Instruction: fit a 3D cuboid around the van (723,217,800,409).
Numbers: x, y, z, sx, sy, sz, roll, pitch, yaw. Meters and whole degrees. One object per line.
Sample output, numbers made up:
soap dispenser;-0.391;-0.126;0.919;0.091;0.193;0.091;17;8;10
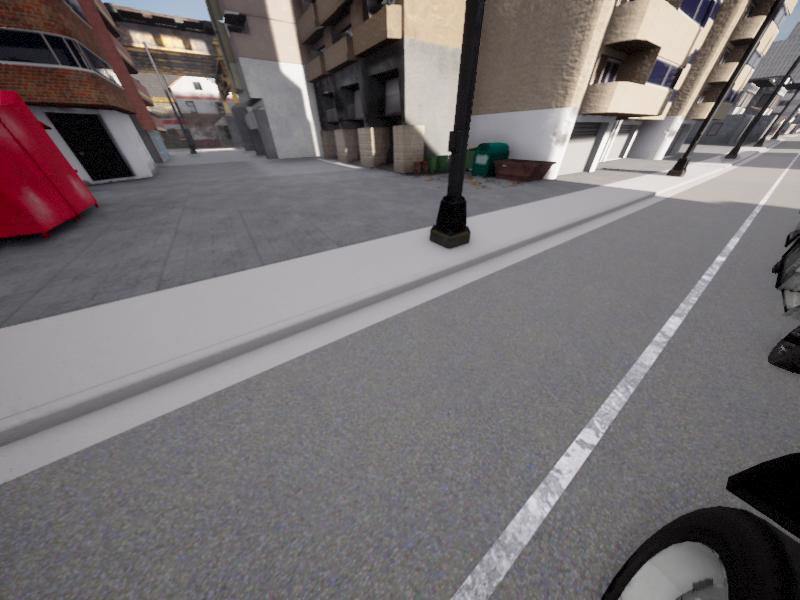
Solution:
van;7.032;-0.628;2.657;6.366;2.431;2.351;-22;41;-28

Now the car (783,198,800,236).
car;13.425;-2.807;6.496;4.902;1.511;2.128;-22;40;-27
